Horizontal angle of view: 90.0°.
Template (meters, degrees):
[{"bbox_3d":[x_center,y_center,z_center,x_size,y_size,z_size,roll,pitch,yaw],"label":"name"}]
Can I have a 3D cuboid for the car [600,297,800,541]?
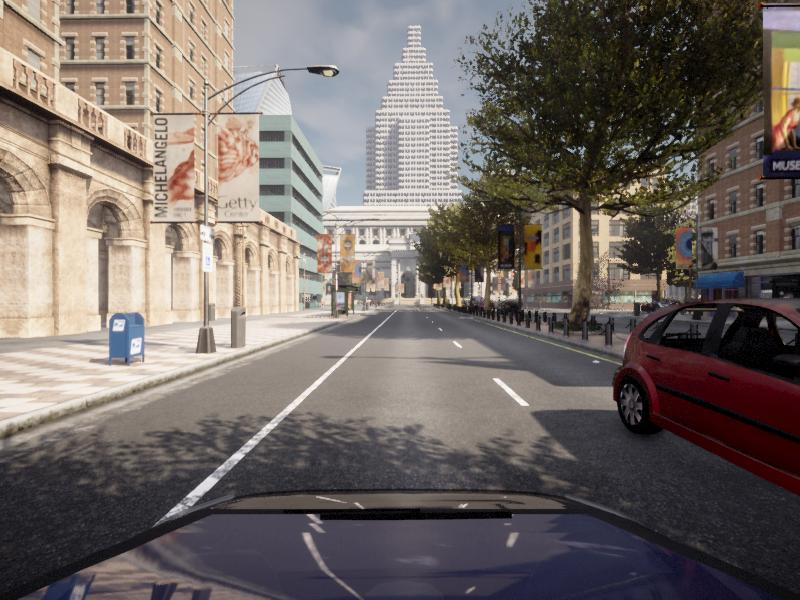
[{"bbox_3d":[3.587,0.788,3.390,1.851,1.617,3.988,0,0,1],"label":"car"}]

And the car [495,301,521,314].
[{"bbox_3d":[12.430,0.871,46.244,1.812,1.442,4.674,0,-1,0],"label":"car"}]

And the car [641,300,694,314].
[{"bbox_3d":[31.674,0.825,47.528,4.974,1.542,2.038,0,0,-2],"label":"car"}]
